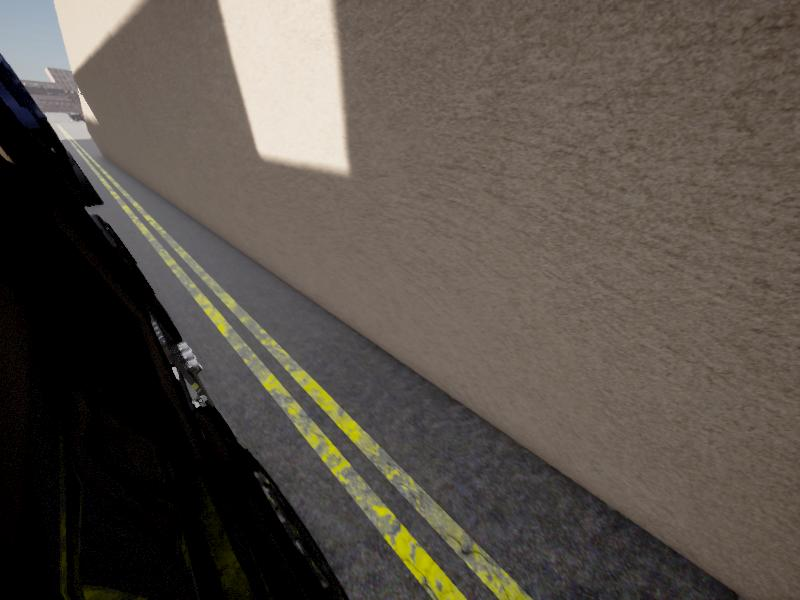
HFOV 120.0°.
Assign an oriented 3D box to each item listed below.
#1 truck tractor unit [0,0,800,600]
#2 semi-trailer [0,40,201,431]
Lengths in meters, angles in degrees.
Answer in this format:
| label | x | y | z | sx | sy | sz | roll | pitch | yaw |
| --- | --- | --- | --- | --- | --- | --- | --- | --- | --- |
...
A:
| label | x | y | z | sx | sy | sz | roll | pitch | yaw |
| --- | --- | --- | --- | --- | --- | --- | --- | --- | --- |
| truck tractor unit | -2.645 | -0.295 | 0.351 | 6.516 | 4.208 | 3.053 | 28 | 44 | 30 |
| semi-trailer | -8.698 | -3.596 | 4.242 | 14.254 | 4.402 | 2.717 | 28 | 43 | 30 |
